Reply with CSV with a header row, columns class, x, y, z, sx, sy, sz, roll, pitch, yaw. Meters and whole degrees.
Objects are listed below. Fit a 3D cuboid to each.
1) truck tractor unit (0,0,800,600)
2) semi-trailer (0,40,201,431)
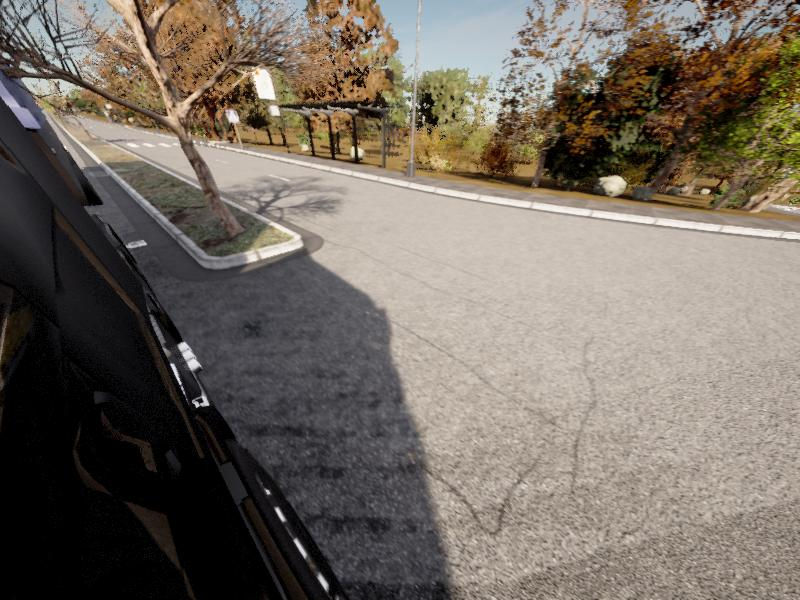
class,x,y,z,sx,sy,sz,roll,pitch,yaw
truck tractor unit,-2.645,-0.295,0.352,6.516,4.208,3.053,28,44,30
semi-trailer,-8.697,-3.600,4.236,14.254,4.402,2.717,28,43,30
